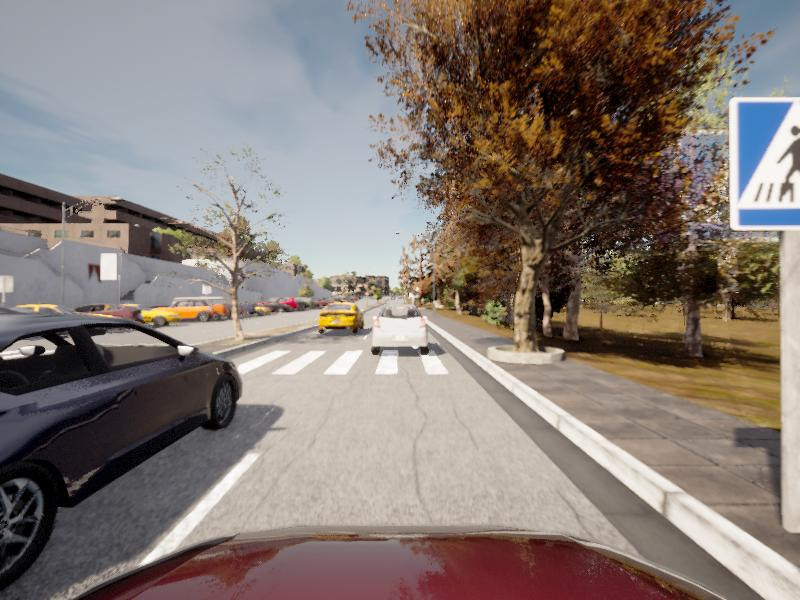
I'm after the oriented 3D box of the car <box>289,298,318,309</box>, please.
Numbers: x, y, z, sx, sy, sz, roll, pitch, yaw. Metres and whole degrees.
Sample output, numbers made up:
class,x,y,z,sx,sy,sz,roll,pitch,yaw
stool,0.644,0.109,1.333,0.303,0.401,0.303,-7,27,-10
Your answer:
class,x,y,z,sx,sy,sz,roll,pitch,yaw
car,-16.841,0.639,69.767,4.553,1.767,2.185,-1,1,-20

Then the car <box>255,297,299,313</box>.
class,x,y,z,sx,sy,sz,roll,pitch,yaw
car,-16.904,0.646,54.827,5.566,2.045,2.435,-1,1,-20

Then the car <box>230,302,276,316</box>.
class,x,y,z,sx,sy,sz,roll,pitch,yaw
car,-16.851,0.981,45.901,4.792,1.488,2.163,-1,0,-20

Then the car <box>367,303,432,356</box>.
class,x,y,z,sx,sy,sz,roll,pitch,yaw
car,-0.002,0.852,13.169,1.845,1.501,3.633,0,0,0

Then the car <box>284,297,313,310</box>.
class,x,y,z,sx,sy,sz,roll,pitch,yaw
car,-16.981,0.567,66.731,4.442,1.987,1.878,-1,1,-20

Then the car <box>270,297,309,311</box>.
class,x,y,z,sx,sy,sz,roll,pitch,yaw
car,-16.851,0.593,60.823,5.566,2.045,2.435,-1,0,-20

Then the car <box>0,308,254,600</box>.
class,x,y,z,sx,sy,sz,roll,pitch,yaw
car,-3.001,0.856,3.630,1.816,1.474,4.193,0,0,0

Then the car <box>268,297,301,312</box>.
class,x,y,z,sx,sy,sz,roll,pitch,yaw
car,-16.768,0.644,57.870,4.442,1.987,1.878,-1,0,-20

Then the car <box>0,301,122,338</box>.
class,x,y,z,sx,sy,sz,roll,pitch,yaw
car,-16.716,0.881,19.096,5.366,1.575,1.946,-1,-1,-20

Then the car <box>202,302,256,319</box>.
class,x,y,z,sx,sy,sz,roll,pitch,yaw
car,-16.907,0.998,39.904,4.792,1.488,2.163,-1,0,-20

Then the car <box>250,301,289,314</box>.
class,x,y,z,sx,sy,sz,roll,pitch,yaw
car,-16.872,0.958,51.858,4.674,1.452,2.002,-1,1,-20

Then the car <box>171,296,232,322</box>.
class,x,y,z,sx,sy,sz,roll,pitch,yaw
car,-16.778,0.735,34.000,4.442,1.987,1.878,-1,-1,-20

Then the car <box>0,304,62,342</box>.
class,x,y,z,sx,sy,sz,roll,pitch,yaw
car,-16.886,0.913,16.047,4.674,1.452,2.002,-1,0,-20

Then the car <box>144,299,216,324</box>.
class,x,y,z,sx,sy,sz,roll,pitch,yaw
car,-16.857,0.825,30.972,4.553,1.767,2.185,-1,0,-20

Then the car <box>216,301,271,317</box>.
class,x,y,z,sx,sy,sz,roll,pitch,yaw
car,-16.707,0.955,42.973,5.366,1.575,1.946,-1,0,-20

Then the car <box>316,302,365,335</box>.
class,x,y,z,sx,sy,sz,roll,pitch,yaw
car,-3.006,0.885,21.170,1.882,1.535,5.008,0,0,0

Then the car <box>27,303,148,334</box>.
class,x,y,z,sx,sy,sz,roll,pitch,yaw
car,-16.914,0.934,22.000,4.792,1.488,2.163,-1,0,-20

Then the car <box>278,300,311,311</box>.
class,x,y,z,sx,sy,sz,roll,pitch,yaw
car,-16.865,0.819,63.793,4.892,1.521,2.231,-1,1,-20

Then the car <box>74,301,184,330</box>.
class,x,y,z,sx,sy,sz,roll,pitch,yaw
car,-16.713,0.916,25.062,5.366,1.575,1.946,-1,-1,-20

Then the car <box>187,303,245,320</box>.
class,x,y,z,sx,sy,sz,roll,pitch,yaw
car,-16.877,1.005,36.932,4.674,1.452,2.002,-1,0,-20
